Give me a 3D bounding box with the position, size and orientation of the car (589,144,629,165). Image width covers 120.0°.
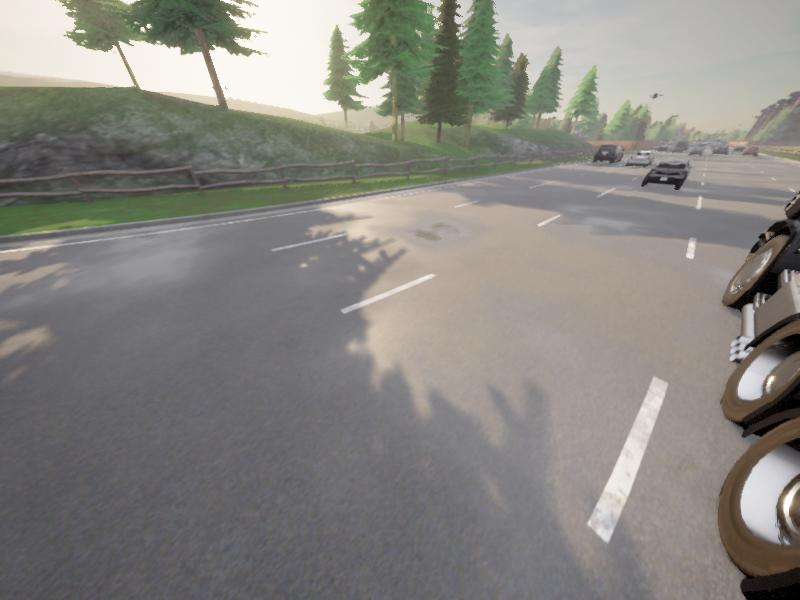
[{"bbox_3d":[26.547,-18.478,29.268,5.566,2.045,2.150,-27,43,-33],"label":"car"}]

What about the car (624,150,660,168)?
[{"bbox_3d":[27.493,-16.065,26.241,3.806,1.475,1.970,-27,43,-34],"label":"car"}]

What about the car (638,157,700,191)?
[{"bbox_3d":[16.899,-8.004,14.470,4.193,1.474,1.816,-27,43,-33],"label":"car"}]

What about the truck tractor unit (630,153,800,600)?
[{"bbox_3d":[4.908,-0.463,1.026,6.516,4.208,3.053,-26,42,-32],"label":"truck tractor unit"}]
